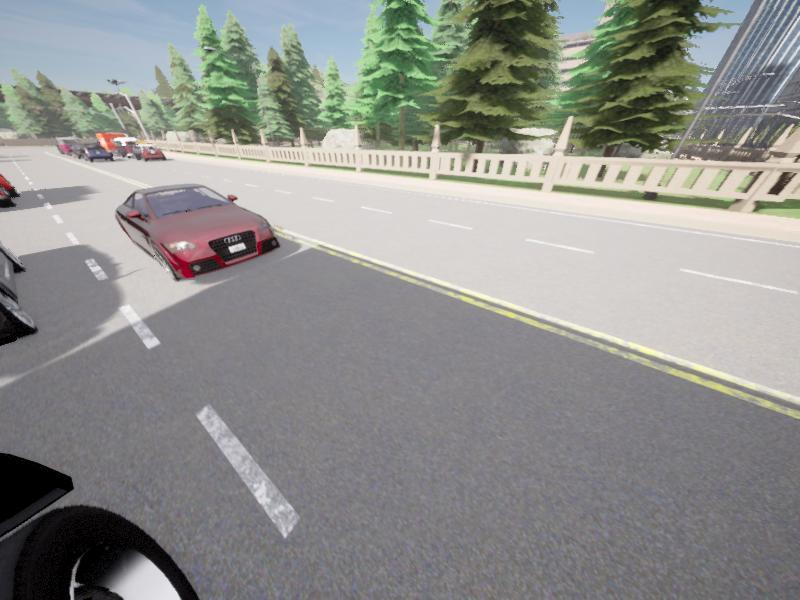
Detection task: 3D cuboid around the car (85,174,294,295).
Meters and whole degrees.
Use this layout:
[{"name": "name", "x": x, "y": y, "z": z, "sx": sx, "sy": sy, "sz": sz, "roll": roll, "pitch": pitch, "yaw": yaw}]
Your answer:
[{"name": "car", "x": -4.742, "y": -1.809, "z": 5.246, "sx": 4.181, "sy": 1.385, "sz": 1.994, "roll": 22, "pitch": 41, "yaw": 28}]

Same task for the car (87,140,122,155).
[{"name": "car", "x": -44.315, "y": -22.920, "z": 34.639, "sx": 4.856, "sy": 1.649, "sz": 2.033, "roll": 22, "pitch": 41, "yaw": 28}]

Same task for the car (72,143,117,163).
[{"name": "car", "x": -31.826, "y": -15.376, "z": 24.061, "sx": 3.988, "sy": 1.617, "sz": 1.851, "roll": 22, "pitch": 41, "yaw": 28}]

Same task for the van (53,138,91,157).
[{"name": "van", "x": -43.190, "y": -20.147, "z": 30.409, "sx": 4.442, "sy": 1.987, "sz": 1.775, "roll": 22, "pitch": 41, "yaw": 28}]

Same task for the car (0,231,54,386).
[{"name": "car", "x": -6.870, "y": -0.321, "z": 2.888, "sx": 5.238, "sy": 1.638, "sz": 1.930, "roll": 22, "pitch": 41, "yaw": 28}]

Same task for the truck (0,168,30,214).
[{"name": "truck", "x": -16.484, "y": -4.564, "z": 8.116, "sx": 5.204, "sy": 2.467, "sz": 2.627, "roll": 22, "pitch": 41, "yaw": 28}]

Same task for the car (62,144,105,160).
[{"name": "car", "x": -37.367, "y": -17.540, "z": 27.272, "sx": 5.357, "sy": 1.411, "sz": 2.033, "roll": 22, "pitch": 41, "yaw": 28}]

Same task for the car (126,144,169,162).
[{"name": "car", "x": -27.355, "y": -15.968, "z": 25.043, "sx": 3.806, "sy": 1.475, "sz": 1.970, "roll": 22, "pitch": 41, "yaw": 28}]

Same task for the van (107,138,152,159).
[{"name": "van", "x": -32.476, "y": -18.280, "z": 27.792, "sx": 4.480, "sy": 2.038, "sz": 2.069, "roll": 22, "pitch": 41, "yaw": 28}]

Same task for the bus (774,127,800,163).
[{"name": "bus", "x": 47.550, "y": -17.000, "z": 24.609, "sx": 3.944, "sy": 4.253, "sz": 10.273, "roll": 22, "pitch": 41, "yaw": 28}]

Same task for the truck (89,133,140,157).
[{"name": "truck", "x": -38.162, "y": -20.768, "z": 30.903, "sx": 5.204, "sy": 2.467, "sz": 2.627, "roll": 22, "pitch": 41, "yaw": 28}]
